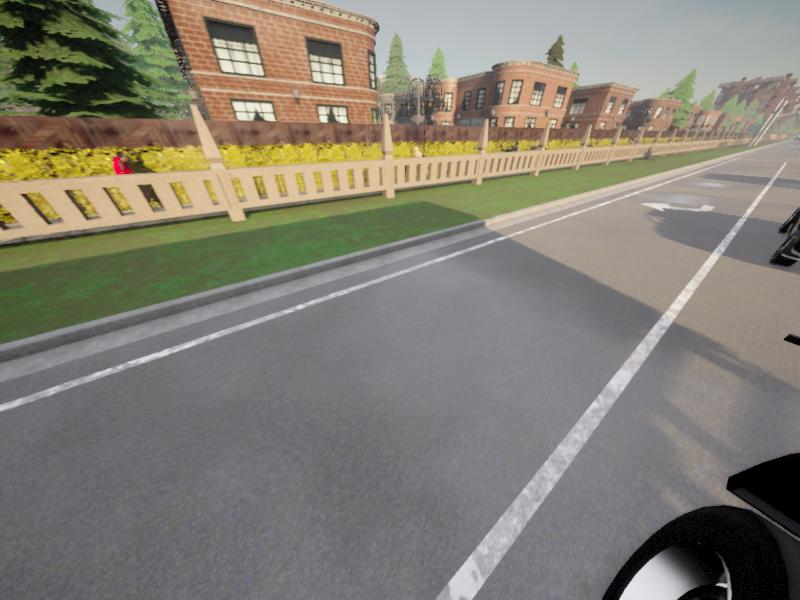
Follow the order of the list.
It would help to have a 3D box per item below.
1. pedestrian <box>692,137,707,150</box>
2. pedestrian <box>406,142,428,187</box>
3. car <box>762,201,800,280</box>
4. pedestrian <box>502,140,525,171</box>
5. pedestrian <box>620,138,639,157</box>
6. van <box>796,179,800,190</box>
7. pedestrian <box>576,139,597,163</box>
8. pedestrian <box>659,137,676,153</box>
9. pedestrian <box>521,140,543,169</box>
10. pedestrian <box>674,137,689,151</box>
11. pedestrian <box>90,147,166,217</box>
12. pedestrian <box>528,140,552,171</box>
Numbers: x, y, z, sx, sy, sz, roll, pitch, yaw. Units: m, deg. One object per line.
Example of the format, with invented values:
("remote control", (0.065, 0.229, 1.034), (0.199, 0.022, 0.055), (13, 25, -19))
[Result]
("pedestrian", (53.578, -28.028, 41.308), (0.751, 1.860, 0.751), (-22, 40, -27))
("pedestrian", (0.839, -6.801, 11.625), (0.751, 1.860, 0.751), (-21, 40, -27))
("car", (10.062, -1.602, 4.689), (5.027, 1.651, 2.152), (-22, 41, -28))
("pedestrian", (8.171, -10.417, 16.693), (0.751, 1.860, 0.751), (-18, 39, -23))
("pedestrian", (27.052, -17.986, 27.274), (0.751, 1.860, 0.751), (-23, 41, -28))
("van", (22.256, -6.693, 11.494), (4.442, 1.987, 1.775), (-22, 41, -28))
("pedestrian", (17.392, -13.913, 21.577), (0.751, 1.860, 0.751), (-24, 41, -29))
("pedestrian", (39.777, -23.070, 34.389), (0.751, 1.860, 0.751), (-22, 41, -28))
("pedestrian", (10.265, -11.324, 17.963), (0.751, 1.860, 0.751), (-26, 43, -32))
("pedestrian", (45.472, -25.189, 37.349), (0.751, 1.860, 0.751), (-23, 41, -28))
("pedestrian", (-8.541, -3.761, 7.391), (0.751, 1.860, 0.751), (-23, 41, -28))
("pedestrian", (10.278, -10.641, 16.994), (0.751, 1.860, 0.751), (-23, 41, -29))
